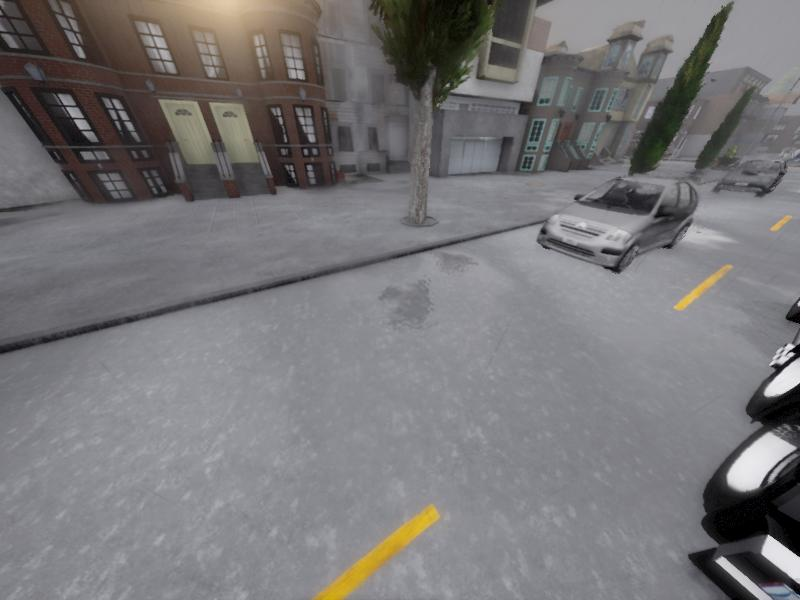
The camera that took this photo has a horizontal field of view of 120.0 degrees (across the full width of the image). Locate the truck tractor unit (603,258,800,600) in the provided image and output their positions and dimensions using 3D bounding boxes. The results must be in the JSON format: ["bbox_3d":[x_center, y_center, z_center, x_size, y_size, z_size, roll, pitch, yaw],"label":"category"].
[{"bbox_3d":[5.096,-0.317,0.792,6.516,4.208,3.053,-19,39,-24],"label":"truck tractor unit"}]

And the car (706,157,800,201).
[{"bbox_3d":[18.080,-6.282,11.805,3.705,1.549,1.789,-19,39,-25],"label":"car"}]

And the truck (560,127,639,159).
[{"bbox_3d":[31.797,-25.469,37.491,2.891,3.827,8.468,-19,39,-25],"label":"truck"}]

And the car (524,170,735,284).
[{"bbox_3d":[5.310,-1.991,5.494,3.988,1.617,1.851,-17,39,-24],"label":"car"}]
